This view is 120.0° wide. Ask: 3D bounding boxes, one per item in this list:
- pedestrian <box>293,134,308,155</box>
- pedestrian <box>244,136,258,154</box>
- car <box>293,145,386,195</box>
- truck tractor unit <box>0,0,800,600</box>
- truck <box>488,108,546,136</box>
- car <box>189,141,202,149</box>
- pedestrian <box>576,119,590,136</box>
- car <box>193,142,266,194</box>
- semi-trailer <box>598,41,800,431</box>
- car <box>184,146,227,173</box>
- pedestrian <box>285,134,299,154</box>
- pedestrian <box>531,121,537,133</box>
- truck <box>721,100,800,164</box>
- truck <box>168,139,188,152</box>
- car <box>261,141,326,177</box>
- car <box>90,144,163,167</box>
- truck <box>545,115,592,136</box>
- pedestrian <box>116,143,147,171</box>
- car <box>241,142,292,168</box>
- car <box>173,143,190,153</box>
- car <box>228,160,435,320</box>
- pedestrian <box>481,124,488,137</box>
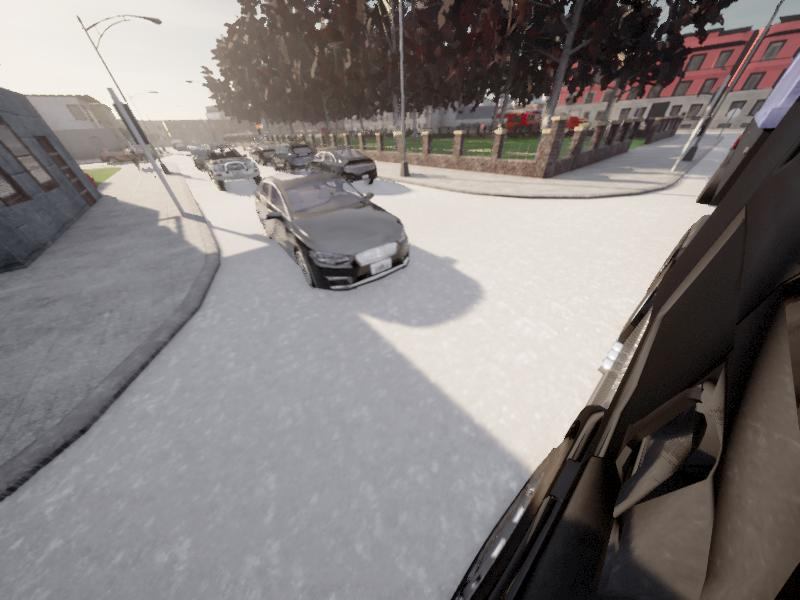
[{"bbox_3d":[-10.954,-17.146,25.459,0.751,1.860,0.751,-28,44,-30],"label":"pedestrian"},{"bbox_3d":[-19.319,-20.057,29.880,0.751,1.860,0.751,-29,44,-31],"label":"pedestrian"},{"bbox_3d":[-3.054,-6.501,11.259,2.128,1.511,4.902,-28,44,-30],"label":"car"},{"bbox_3d":[2.645,-0.295,0.352,6.516,4.208,3.053,-28,44,-30],"label":"truck tractor unit"},{"bbox_3d":[21.408,-32.940,43.007,2.891,3.827,8.468,-28,44,-30],"label":"truck"},{"bbox_3d":[-54.620,-41.524,61.758,1.970,1.475,3.806,-28,44,-30],"label":"car"},{"bbox_3d":[26.124,-24.589,32.997,0.751,1.860,0.751,-28,44,-30],"label":"pedestrian"},{"bbox_3d":[-8.928,-6.999,12.003,1.932,1.855,4.605,-28,42,-29],"label":"car"},{"bbox_3d":[8.686,-3.619,4.232,14.254,4.402,2.717,-28,44,-30],"label":"semi-trailer"},{"bbox_3d":[-16.114,-11.716,19.068,1.837,1.490,4.892,-28,44,-30],"label":"car"},{"bbox_3d":[-12.635,-18.303,27.110,0.751,1.860,0.751,-28,44,-29],"label":"pedestrian"},{"bbox_3d":[28.364,-36.628,48.907,0.751,1.860,0.751,13,40,20],"label":"pedestrian"},{"bbox_3d":[20.399,-9.088,12.400,5.204,2.467,2.627,-28,44,-30],"label":"truck"},{"bbox_3d":[-49.660,-34.685,51.723,2.390,2.098,6.274,-28,44,-30],"label":"truck"},{"bbox_3d":[-7.234,-9.584,15.542,2.033,1.649,4.856,-30,44,-31],"label":"car"},{"bbox_3d":[-30.775,-16.488,26.269,4.856,1.649,2.033,-21,40,-22],"label":"car"},{"bbox_3d":[27.319,-28.373,37.671,2.627,2.467,5.204,-29,44,-30],"label":"truck"},{"bbox_3d":[-21.411,-11.430,18.495,0.751,1.860,0.751,-26,43,-28],"label":"pedestrian"},{"bbox_3d":[-11.594,-12.575,19.909,2.128,1.511,4.902,-30,45,-32],"label":"car"},{"bbox_3d":[-42.625,-29.628,45.073,1.812,1.442,4.674,-28,44,-30],"label":"car"},{"bbox_3d":[-1.798,-1.848,4.969,2.128,1.511,4.902,-26,43,-28],"label":"car"},{"bbox_3d":[15.799,-31.636,43.059,0.751,1.860,0.751,-3,37,-1],"label":"pedestrian"}]
